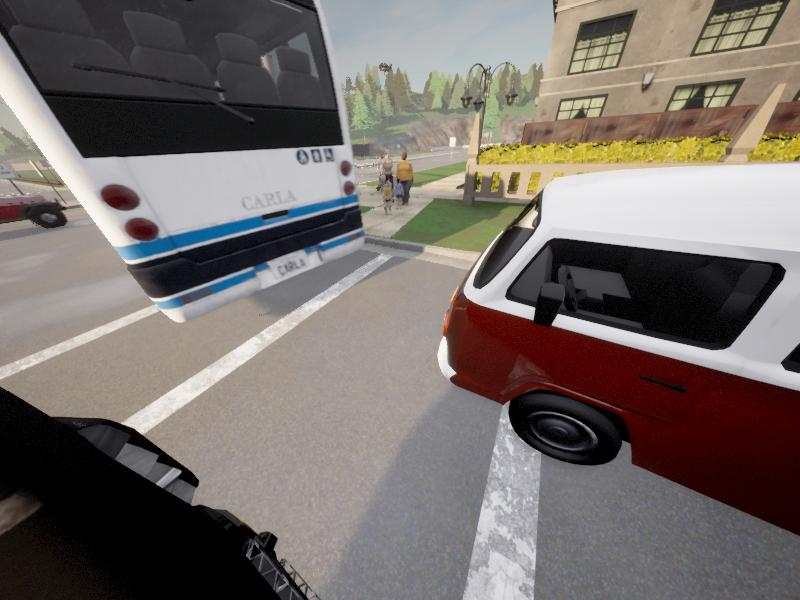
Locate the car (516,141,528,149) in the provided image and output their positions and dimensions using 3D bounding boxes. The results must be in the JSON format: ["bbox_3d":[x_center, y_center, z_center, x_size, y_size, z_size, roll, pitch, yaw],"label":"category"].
[{"bbox_3d":[39.496,-50.225,74.842,3.866,1.878,1.905,-29,41,-33],"label":"car"}]

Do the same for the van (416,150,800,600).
[{"bbox_3d":[2.576,0.314,1.429,4.480,2.038,2.069,16,38,26],"label":"van"}]

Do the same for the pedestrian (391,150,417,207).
[{"bbox_3d":[0.187,-4.669,8.961,0.751,1.860,0.751,7,35,15],"label":"pedestrian"}]

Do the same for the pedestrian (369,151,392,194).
[{"bbox_3d":[-0.951,-6.457,11.742,0.751,1.860,0.751,10,36,19],"label":"pedestrian"}]

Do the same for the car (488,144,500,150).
[{"bbox_3d":[31.343,-50.829,76.729,4.193,1.474,1.816,-29,42,-34],"label":"car"}]

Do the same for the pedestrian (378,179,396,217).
[{"bbox_3d":[-0.442,-3.502,7.940,0.500,1.100,0.500,-7,34,-6],"label":"pedestrian"}]

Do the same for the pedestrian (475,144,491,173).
[{"bbox_3d":[6.413,-10.957,17.950,0.751,1.860,0.751,15,37,25],"label":"pedestrian"}]

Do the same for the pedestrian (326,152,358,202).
[{"bbox_3d":[-2.549,-5.468,10.311,0.751,1.860,0.751,17,38,27],"label":"pedestrian"}]

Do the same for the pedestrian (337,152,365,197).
[{"bbox_3d":[-2.343,-6.099,11.247,0.751,1.860,0.751,19,40,30],"label":"pedestrian"}]

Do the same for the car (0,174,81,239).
[{"bbox_3d":[-15.371,-3.261,8.333,1.905,1.878,3.866,16,38,26],"label":"car"}]

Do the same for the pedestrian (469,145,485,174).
[{"bbox_3d":[5.835,-10.626,17.495,0.751,1.860,0.751,15,38,25],"label":"pedestrian"}]

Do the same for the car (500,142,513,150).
[{"bbox_3d":[34.707,-50.232,75.216,4.605,1.855,1.932,-29,41,-33],"label":"car"}]

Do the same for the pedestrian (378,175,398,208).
[{"bbox_3d":[-0.460,-4.288,9.124,0.500,1.100,0.500,19,39,29],"label":"pedestrian"}]

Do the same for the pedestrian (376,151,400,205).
[{"bbox_3d":[-0.442,-4.970,9.429,0.751,1.860,0.751,2,34,8],"label":"pedestrian"}]

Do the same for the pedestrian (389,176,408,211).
[{"bbox_3d":[-0.039,-3.961,8.600,0.500,1.100,0.500,17,38,27],"label":"pedestrian"}]

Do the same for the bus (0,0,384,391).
[{"bbox_3d":[-5.630,-3.319,5.543,10.273,4.253,3.944,24,42,33],"label":"bus"}]
